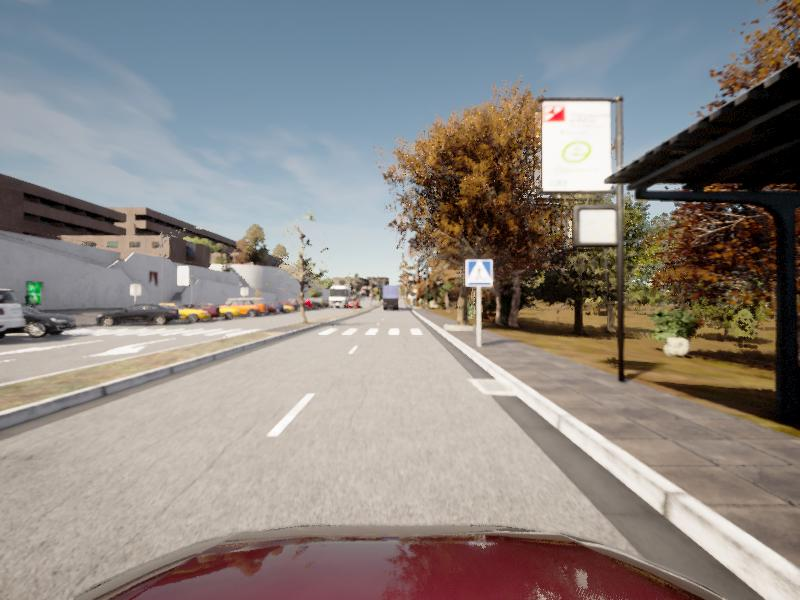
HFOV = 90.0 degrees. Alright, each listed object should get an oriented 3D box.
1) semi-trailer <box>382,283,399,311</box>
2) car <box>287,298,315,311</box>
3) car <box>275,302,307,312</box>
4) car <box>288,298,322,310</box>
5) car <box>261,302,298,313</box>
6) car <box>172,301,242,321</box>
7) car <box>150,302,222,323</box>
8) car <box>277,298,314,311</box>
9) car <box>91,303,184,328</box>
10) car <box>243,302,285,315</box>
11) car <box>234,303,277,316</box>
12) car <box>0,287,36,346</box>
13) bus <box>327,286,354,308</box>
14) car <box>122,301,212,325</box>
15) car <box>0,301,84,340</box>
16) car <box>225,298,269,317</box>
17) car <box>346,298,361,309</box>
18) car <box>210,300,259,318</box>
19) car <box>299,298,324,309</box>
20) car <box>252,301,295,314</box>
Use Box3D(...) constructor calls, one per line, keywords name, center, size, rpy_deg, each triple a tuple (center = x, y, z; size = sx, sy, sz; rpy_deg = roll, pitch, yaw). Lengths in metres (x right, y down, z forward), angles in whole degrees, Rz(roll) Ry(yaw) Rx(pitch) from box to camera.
Box3D(name="semi-trailer", center=(-1.623, -0.516, 70.147), size=(2.717, 4.402, 14.254), rpy_deg=(0, 0, -1))
Box3D(name="car", center=(-16.781, 0.728, 67.856), size=(4.442, 1.987, 1.878), rpy_deg=(-1, 0, -20))
Box3D(name="car", center=(-16.884, 1.035, 61.843), size=(4.674, 1.452, 2.002), rpy_deg=(-1, 1, -20))
Box3D(name="car", center=(-16.864, 0.681, 70.809), size=(5.566, 2.045, 2.435), rpy_deg=(-1, 0, -20))
Box3D(name="car", center=(-16.862, 1.049, 55.886), size=(4.792, 1.488, 2.163), rpy_deg=(-1, 0, -20))
Box3D(name="car", center=(-16.720, 0.957, 35.048), size=(5.366, 1.575, 1.946), rpy_deg=(-1, -1, -20))
Box3D(name="car", center=(-16.921, 0.970, 31.986), size=(4.792, 1.488, 2.163), rpy_deg=(-1, 0, -20))
Box3D(name="car", center=(-16.917, 0.727, 64.813), size=(5.566, 2.045, 2.435), rpy_deg=(-1, 1, -20))
Box3D(name="car", center=(-16.892, 0.941, 26.033), size=(4.674, 1.452, 2.002), rpy_deg=(-1, 0, -20))
Box3D(name="car", center=(-16.917, 1.058, 49.889), size=(4.792, 1.488, 2.163), rpy_deg=(-1, 0, -20))
Box3D(name="car", center=(-16.886, 1.061, 46.917), size=(4.674, 1.452, 2.002), rpy_deg=(-1, 0, -20))
Box3D(name="car", center=(-16.928, 0.601, 14.092), size=(5.566, 2.045, 2.435), rpy_deg=(-1, 0, -20))
Box3D(name="bus", center=(-11.687, -0.494, 80.091), size=(3.944, 4.253, 10.273), rpy_deg=(0, -1, 0))
Box3D(name="car", center=(-16.723, 0.914, 29.082), size=(5.366, 1.575, 1.946), rpy_deg=(-1, -1, -20))
Box3D(name="car", center=(-16.908, 0.863, 17.093), size=(4.892, 1.521, 2.231), rpy_deg=(-1, 0, -20))
Box3D(name="car", center=(-16.787, 0.788, 43.986), size=(4.442, 1.987, 1.878), rpy_deg=(-1, -1, -20))
Box3D(name="car", center=(-8.802, 0.629, 76.218), size=(2.150, 2.045, 5.566), rpy_deg=(0, 0, 0))
Box3D(name="car", center=(-16.865, 0.874, 40.958), size=(4.553, 1.767, 2.185), rpy_deg=(-1, 0, -20))
Box3D(name="car", center=(-16.996, 0.664, 76.717), size=(4.442, 1.987, 1.878), rpy_deg=(-1, 1, -20))
Box3D(name="car", center=(-16.718, 1.020, 52.959), size=(5.366, 1.575, 1.946), rpy_deg=(-1, 0, -20))
